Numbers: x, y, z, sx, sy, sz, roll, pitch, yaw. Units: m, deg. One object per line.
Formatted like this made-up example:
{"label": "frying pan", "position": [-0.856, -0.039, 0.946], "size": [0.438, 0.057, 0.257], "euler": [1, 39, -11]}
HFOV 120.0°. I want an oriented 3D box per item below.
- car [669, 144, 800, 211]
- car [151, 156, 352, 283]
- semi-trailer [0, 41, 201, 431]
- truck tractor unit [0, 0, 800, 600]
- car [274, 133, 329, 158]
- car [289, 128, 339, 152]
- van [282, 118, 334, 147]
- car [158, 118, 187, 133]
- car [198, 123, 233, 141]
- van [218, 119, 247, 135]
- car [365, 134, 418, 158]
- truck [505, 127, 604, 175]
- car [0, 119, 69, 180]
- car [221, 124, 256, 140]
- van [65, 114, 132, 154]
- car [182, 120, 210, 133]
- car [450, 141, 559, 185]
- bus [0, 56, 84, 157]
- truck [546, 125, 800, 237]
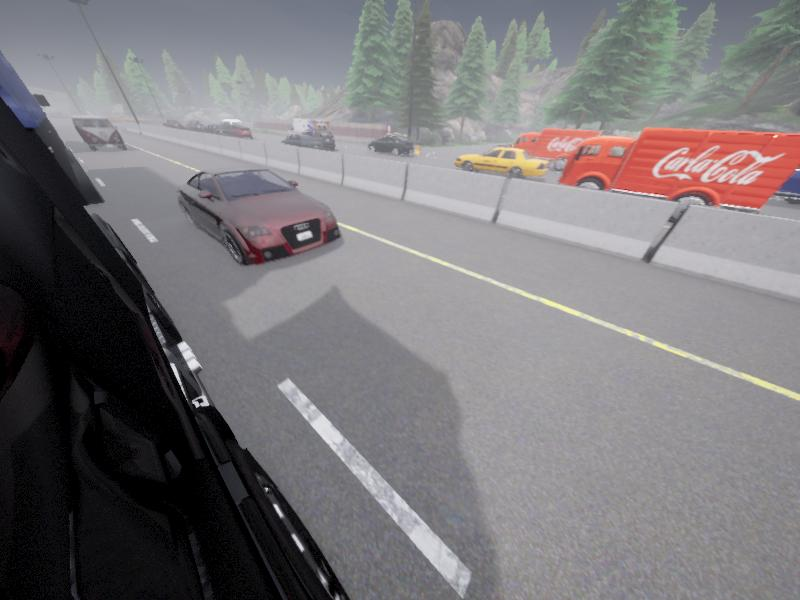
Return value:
{"label": "car", "position": [16.696, -5.540, 10.390], "size": [5.566, 2.045, 2.150], "euler": [28, 44, 29]}
{"label": "car", "position": [-3.296, -2.133, 5.136], "size": [4.181, 1.385, 1.994], "euler": [28, 43, 29]}
{"label": "semi-trailer", "position": [-8.679, -3.625, 4.237], "size": [14.254, 4.402, 2.717], "euler": [28, 44, 30]}
{"label": "truck tractor unit", "position": [-2.645, -0.295, 0.352], "size": [6.516, 4.208, 3.053], "euler": [28, 44, 30]}
{"label": "car", "position": [-8.110, -12.788, 19.004], "size": [4.181, 1.385, 1.994], "euler": [28, 43, 29]}
{"label": "car", "position": [-8.439, -15.796, 22.733], "size": [4.611, 1.667, 2.242], "euler": [28, 43, 29]}
{"label": "van", "position": [-11.033, -20.177, 27.765], "size": [6.366, 2.431, 2.351], "euler": [27, 43, 29]}
{"label": "car", "position": [-36.153, -27.714, 36.706], "size": [4.553, 1.767, 2.097], "euler": [29, 44, 31]}
{"label": "car", "position": [-22.244, -20.233, 27.851], "size": [3.705, 1.549, 1.789], "euler": [28, 44, 29]}
{"label": "van", "position": [-27.905, -28.820, 38.504], "size": [4.480, 2.038, 2.069], "euler": [28, 44, 29]}
{"label": "car", "position": [-0.857, -14.485, 21.623], "size": [4.892, 1.490, 1.837], "euler": [28, 43, 29]}
{"label": "truck", "position": [11.318, -11.249, 17.285], "size": [5.204, 2.467, 2.627], "euler": [28, 43, 29]}
{"label": "car", "position": [-16.195, -6.331, 9.539], "size": [4.553, 1.767, 2.097], "euler": [28, 43, 29]}
{"label": "car", "position": [-21.804, -22.709, 31.192], "size": [4.514, 1.525, 2.007], "euler": [28, 43, 29]}
{"label": "van", "position": [-21.002, -11.622, 16.110], "size": [4.442, 1.987, 1.775], "euler": [28, 43, 29]}
{"label": "car", "position": [-35.314, -29.989, 39.893], "size": [4.611, 1.667, 2.242], "euler": [30, 45, 31]}
{"label": "car", "position": [5.932, -8.264, 13.708], "size": [5.366, 1.575, 1.801], "euler": [28, 43, 29]}
{"label": "bus", "position": [-25.008, -12.018, 14.493], "size": [10.273, 4.253, 3.944], "euler": [28, 43, 29]}
{"label": "truck", "position": [8.739, -4.442, 8.062], "size": [5.204, 2.467, 2.627], "euler": [28, 44, 29]}
